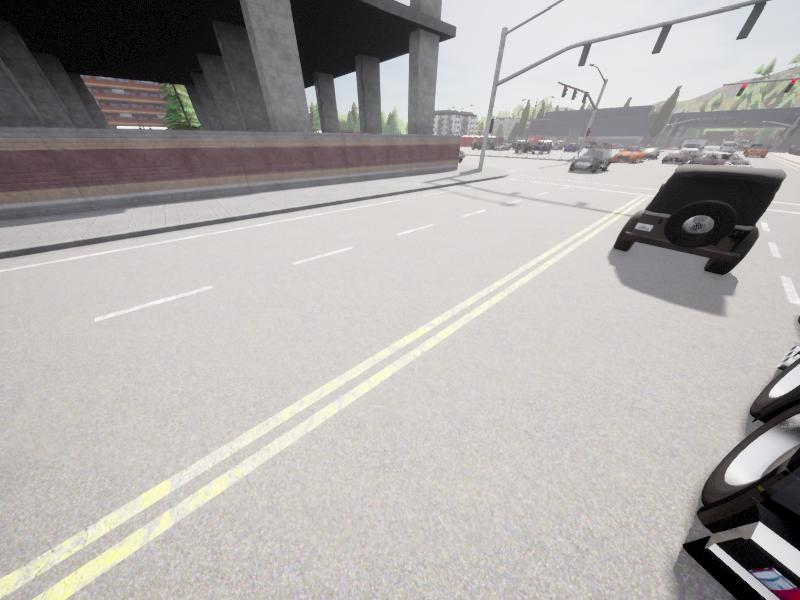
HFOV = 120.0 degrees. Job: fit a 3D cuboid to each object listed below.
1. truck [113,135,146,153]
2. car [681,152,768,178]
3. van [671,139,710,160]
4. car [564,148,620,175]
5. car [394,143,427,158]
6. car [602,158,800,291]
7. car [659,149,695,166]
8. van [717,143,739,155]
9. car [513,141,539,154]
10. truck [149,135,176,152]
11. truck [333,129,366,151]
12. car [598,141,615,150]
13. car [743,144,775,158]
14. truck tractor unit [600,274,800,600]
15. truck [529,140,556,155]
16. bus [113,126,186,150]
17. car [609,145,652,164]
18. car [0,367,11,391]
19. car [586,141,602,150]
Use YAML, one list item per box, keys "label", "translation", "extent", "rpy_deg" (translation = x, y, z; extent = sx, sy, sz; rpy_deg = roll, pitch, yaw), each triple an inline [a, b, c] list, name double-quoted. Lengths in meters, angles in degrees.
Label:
- label: "truck"
  translation: [-47.543, -27.626, 40.754]
  extent: [2.615, 2.467, 5.204]
  rpy_deg: [-26, 42, -32]
- label: "car"
  translation: [25.680, -10.952, 18.567]
  extent: [1.970, 1.475, 3.806]
  rpy_deg: [9, 36, 12]
- label: "van"
  translation: [42.977, -22.257, 34.139]
  extent: [6.366, 2.431, 2.351]
  rpy_deg: [-26, 42, -32]
- label: "car"
  translation: [16.254, -11.738, 19.480]
  extent: [4.856, 1.649, 2.033]
  rpy_deg: [-26, 42, -32]
- label: "car"
  translation: [1.432, -22.841, 35.215]
  extent: [1.930, 1.638, 5.238]
  rpy_deg: [-26, 43, -32]
- label: "car"
  translation: [6.882, -2.073, 5.368]
  extent: [3.866, 1.878, 1.905]
  rpy_deg: [-26, 43, -32]
- label: "car"
  translation: [32.584, -16.818, 27.179]
  extent: [4.181, 1.385, 1.994]
  rpy_deg: [-26, 43, -33]
- label: "van"
  translation: [66.717, -30.856, 47.052]
  extent: [4.442, 1.987, 1.775]
  rpy_deg: [-26, 43, -32]
- label: "car"
  translation: [23.134, -28.022, 42.444]
  extent: [4.605, 1.855, 1.932]
  rpy_deg: [-26, 42, -32]
- label: "truck"
  translation: [-44.246, -29.202, 43.041]
  extent: [2.615, 2.467, 5.204]
  rpy_deg: [-26, 42, -32]
- label: "truck"
  translation: [-11.387, -35.483, 51.323]
  extent: [2.891, 3.827, 8.468]
  rpy_deg: [-26, 43, -32]
- label: "car"
  translation: [54.796, -40.990, 61.303]
  extent: [4.605, 1.855, 1.932]
  rpy_deg: [-26, 42, -32]
- label: "car"
  translation: [60.669, -25.246, 39.132]
  extent: [4.553, 1.767, 2.097]
  rpy_deg: [-26, 43, -32]
- label: "truck tractor unit"
  translation: [5.129, -0.283, 0.756]
  extent: [6.516, 4.208, 3.053]
  rpy_deg: [-18, 39, -23]
- label: "truck"
  translation: [25.050, -26.850, 40.614]
  extent: [4.478, 2.038, 2.069]
  rpy_deg: [-26, 42, -32]
- label: "bus"
  translation: [-57.550, -37.593, 53.673]
  extent: [10.273, 4.253, 3.944]
  rpy_deg: [-25, 42, -32]
- label: "car"
  translation: [27.715, -17.503, 27.743]
  extent: [4.553, 1.767, 2.097]
  rpy_deg: [-22, 40, -29]
- label: "car"
  translation: [-5.956, 1.571, 0.253]
  extent: [5.238, 1.638, 1.930]
  rpy_deg: [-25, 42, -32]
- label: "car"
  translation: [52.975, -42.283, 63.145]
  extent: [3.866, 1.878, 1.905]
  rpy_deg: [-26, 42, -32]
